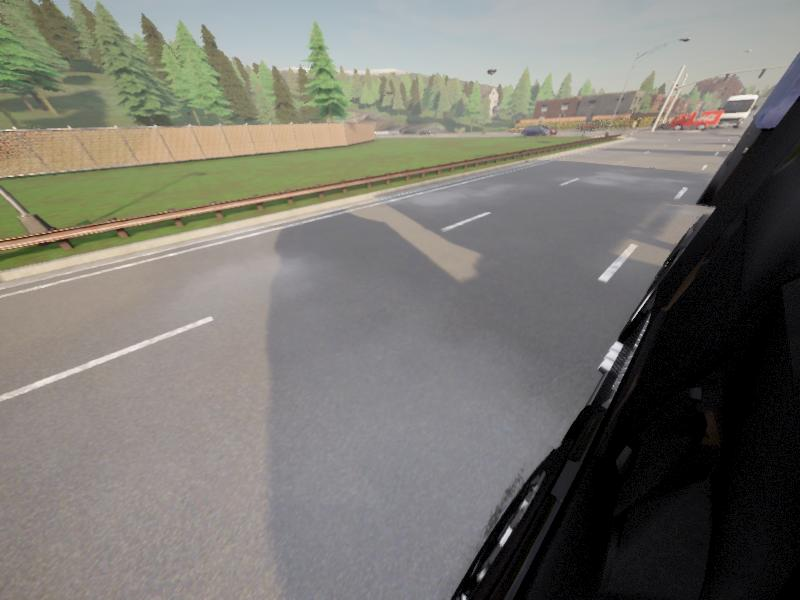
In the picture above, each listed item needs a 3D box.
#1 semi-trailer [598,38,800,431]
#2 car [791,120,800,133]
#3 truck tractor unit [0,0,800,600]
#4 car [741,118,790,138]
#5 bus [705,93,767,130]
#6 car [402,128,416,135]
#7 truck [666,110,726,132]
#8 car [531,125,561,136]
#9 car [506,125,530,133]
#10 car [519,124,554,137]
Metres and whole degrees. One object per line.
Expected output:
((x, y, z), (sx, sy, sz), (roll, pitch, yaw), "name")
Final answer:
((8.695, -3.600, 4.239), (14.254, 4.402, 2.717), (-28, 43, -30), "semi-trailer")
((46.472, -19.754, 25.959), (3.806, 1.475, 1.970), (-28, 43, -30), "car")
((2.645, -0.295, 0.351), (6.516, 4.208, 3.053), (-28, 44, -30), "truck tractor unit")
((37.845, -17.904, 24.011), (4.902, 1.511, 2.128), (-28, 43, -30), "car")
((56.422, -31.542, 38.846), (10.273, 4.253, 3.944), (-28, 43, -30), "bus")
((3.577, -65.414, 89.821), (2.150, 2.045, 5.566), (-27, 43, -29), "car")
((47.237, -28.647, 37.051), (2.627, 2.467, 5.204), (-27, 43, -29), "truck")
((27.079, -31.520, 42.982), (1.851, 1.617, 3.988), (-28, 43, -29), "car")
((30.965, -44.862, 60.712), (1.801, 1.575, 5.366), (-19, 40, -21), "car")
((24.298, -30.240, 41.285), (2.097, 1.767, 4.553), (-28, 43, -29), "car")
